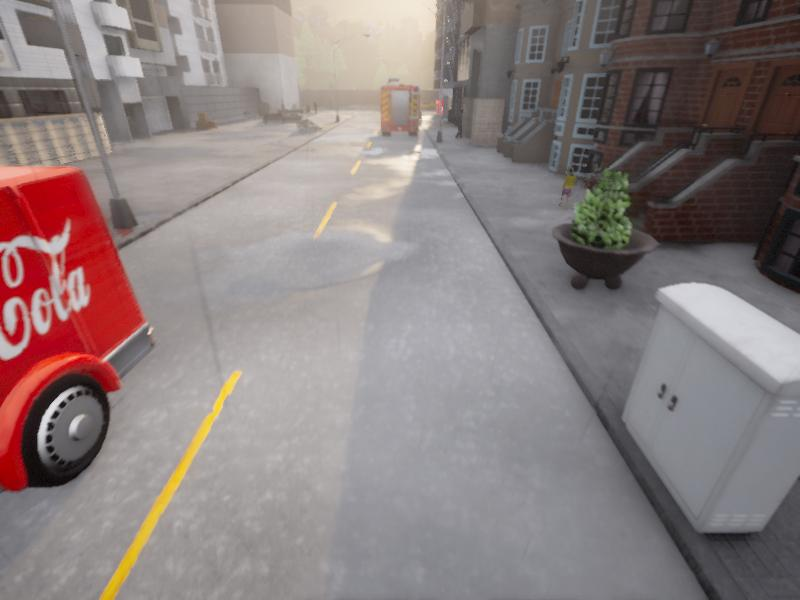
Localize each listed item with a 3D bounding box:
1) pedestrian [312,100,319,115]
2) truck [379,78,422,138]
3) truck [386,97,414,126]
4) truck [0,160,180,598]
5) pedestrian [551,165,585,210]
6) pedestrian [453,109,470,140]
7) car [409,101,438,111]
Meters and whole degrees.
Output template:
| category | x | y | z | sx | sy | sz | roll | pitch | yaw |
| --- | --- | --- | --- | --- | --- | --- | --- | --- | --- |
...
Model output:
| category | x | y | z | sx | sy | sz | roll | pitch | yaw |
| --- | --- | --- | --- | --- | --- | --- | --- | --- | --- |
| pedestrian | -11.254 | -25.692 | 53.400 | 0.751 | 1.860 | 0.751 | -5 | 28 | -9 |
| truck | 0.009 | -15.341 | 31.760 | 2.891 | 3.827 | 8.468 | 0 | 28 | 0 |
| truck | 0.002 | -19.488 | 41.167 | 2.627 | 2.467 | 5.204 | 0 | 28 | 0 |
| truck | -3.995 | 0.959 | 2.001 | 2.627 | 2.467 | 5.204 | 0 | 27 | 0 |
| pedestrian | 4.571 | -3.059 | 10.929 | 0.500 | 1.100 | 0.500 | -1 | 28 | -3 |
| pedestrian | 4.069 | -11.695 | 26.645 | 0.751 | 1.860 | 0.751 | 15 | 31 | 27 |
| car | 4.041 | -34.152 | 70.282 | 5.008 | 1.535 | 1.882 | 0 | 28 | 0 |
